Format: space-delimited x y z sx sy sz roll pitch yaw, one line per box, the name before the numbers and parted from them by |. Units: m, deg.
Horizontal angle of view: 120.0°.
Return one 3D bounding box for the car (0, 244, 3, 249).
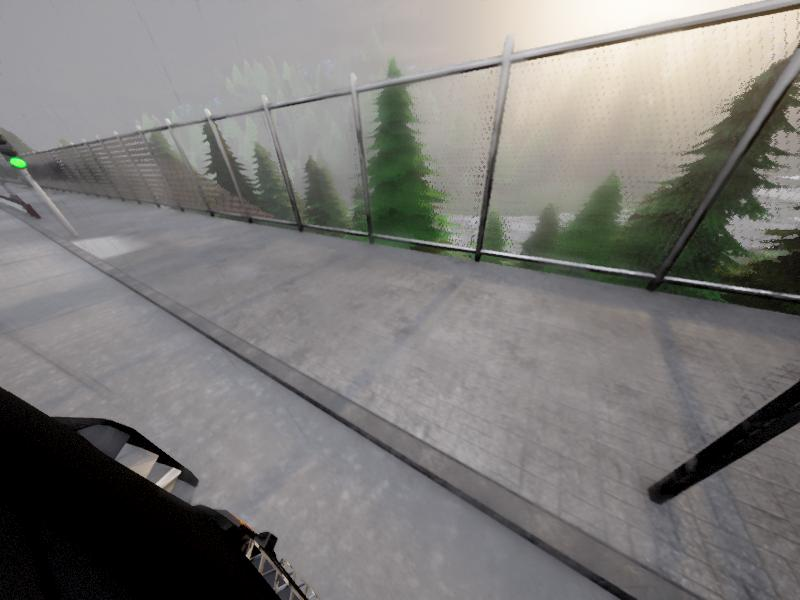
car | -15.553 -2.457 7.345 4.553 1.767 2.097 16 38 26
